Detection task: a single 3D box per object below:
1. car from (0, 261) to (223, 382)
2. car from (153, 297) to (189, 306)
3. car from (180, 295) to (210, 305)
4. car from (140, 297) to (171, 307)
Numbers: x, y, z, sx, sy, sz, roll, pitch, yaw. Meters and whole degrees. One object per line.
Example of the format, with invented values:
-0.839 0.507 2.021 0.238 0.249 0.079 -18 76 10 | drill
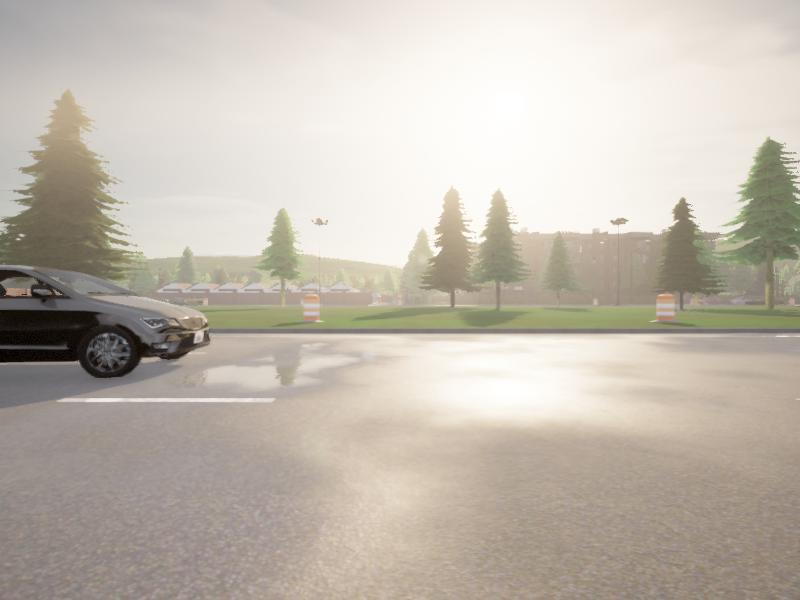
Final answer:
-5.047 0.255 5.778 4.193 1.474 1.816 0 0 -3 | car
-38.534 0.276 67.409 4.902 1.511 2.128 0 0 0 | car
-38.047 0.060 74.408 4.605 1.855 1.932 0 0 0 | car
-39.024 0.301 63.910 3.806 1.475 1.970 0 0 0 | car
